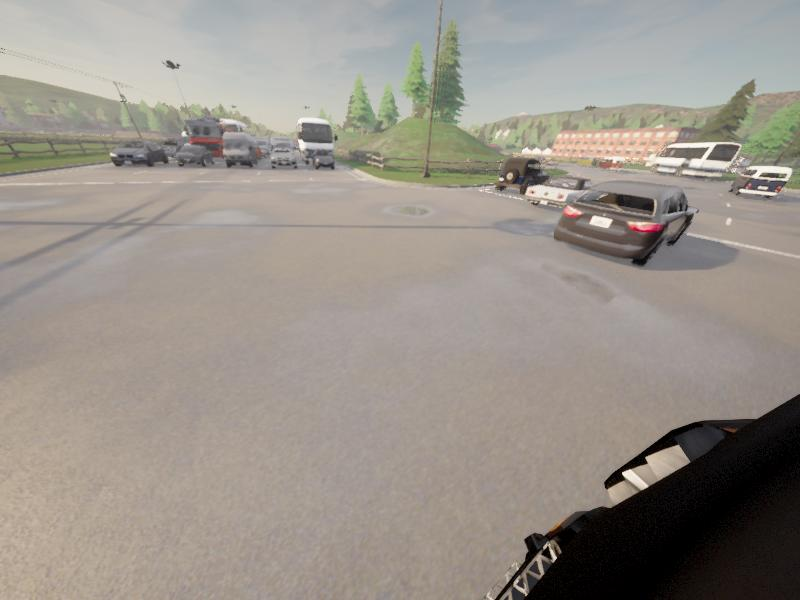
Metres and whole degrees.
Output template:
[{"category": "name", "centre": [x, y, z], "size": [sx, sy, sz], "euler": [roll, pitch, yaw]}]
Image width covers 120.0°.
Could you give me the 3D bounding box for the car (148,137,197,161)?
[{"category": "car", "centre": [-23.420, -15.718, 24.037], "size": [1.932, 1.855, 4.605], "euler": [-10, 36, -19]}]

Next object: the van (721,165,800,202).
[{"category": "van", "centre": [27.651, -9.139, 17.843], "size": [2.069, 2.038, 4.480], "euler": [30, 42, 33]}]

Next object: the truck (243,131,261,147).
[{"category": "truck", "centre": [-47.478, -51.657, 74.320], "size": [2.891, 3.827, 8.468], "euler": [-10, 36, -19]}]

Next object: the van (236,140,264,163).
[{"category": "van", "centre": [-16.941, -17.009, 26.356], "size": [1.775, 1.987, 4.442], "euler": [-10, 36, -19]}]

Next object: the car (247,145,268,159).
[{"category": "car", "centre": [-19.305, -20.219, 31.478], "size": [1.812, 1.442, 4.674], "euler": [-10, 36, -19]}]

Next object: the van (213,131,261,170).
[{"category": "van", "centre": [-14.411, -13.563, 20.886], "size": [1.988, 2.561, 5.915], "euler": [-10, 36, -19]}]

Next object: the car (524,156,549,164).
[{"category": "car", "centre": [32.587, -33.584, 55.336], "size": [2.163, 1.488, 4.792], "euler": [-8, 35, -15]}]

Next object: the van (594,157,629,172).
[{"category": "van", "centre": [36.987, -23.859, 40.588], "size": [2.069, 2.038, 4.480], "euler": [8, 34, 4]}]

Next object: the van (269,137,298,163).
[{"category": "van", "centre": [-13.999, -18.257, 28.047], "size": [2.351, 2.431, 6.366], "euler": [-10, 36, -19]}]

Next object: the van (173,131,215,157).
[{"category": "van", "centre": [-26.202, -20.060, 29.741], "size": [1.988, 2.561, 5.915], "euler": [-10, 36, -19]}]

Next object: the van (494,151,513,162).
[{"category": "van", "centre": [26.828, -37.282, 59.985], "size": [1.775, 1.987, 4.442], "euler": [-10, 36, -19]}]

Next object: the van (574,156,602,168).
[{"category": "van", "centre": [40.820, -30.100, 50.268], "size": [1.775, 1.987, 4.442], "euler": [-2, 34, -7]}]

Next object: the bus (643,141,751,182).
[{"category": "bus", "centre": [42.789, -20.733, 34.339], "size": [3.944, 4.253, 10.273], "euler": [12, 35, 10]}]

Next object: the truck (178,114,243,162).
[{"category": "truck", "centre": [-20.915, -18.270, 26.293], "size": [2.891, 3.827, 8.468], "euler": [-10, 36, -19]}]

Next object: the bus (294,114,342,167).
[{"category": "bus", "centre": [-10.048, -18.840, 27.571], "size": [3.944, 4.253, 10.273], "euler": [-10, 36, -19]}]

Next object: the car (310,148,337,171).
[{"category": "car", "centre": [-7.476, -13.722, 22.480], "size": [1.851, 1.617, 3.988], "euler": [-10, 36, -19]}]

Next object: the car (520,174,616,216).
[{"category": "car", "centre": [8.214, -5.255, 11.246], "size": [4.718, 1.301, 1.895], "euler": [-20, 40, -31]}]

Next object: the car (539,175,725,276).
[{"category": "car", "centre": [6.551, -2.434, 6.559], "size": [4.611, 1.667, 2.242], "euler": [-19, 40, -29]}]

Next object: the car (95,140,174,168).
[{"category": "car", "centre": [-20.727, -11.702, 18.408], "size": [2.242, 1.667, 4.611], "euler": [-10, 36, -19]}]

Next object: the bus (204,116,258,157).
[{"category": "bus", "centre": [-25.038, -24.662, 35.178], "size": [3.944, 4.253, 10.273], "euler": [-10, 36, -19]}]

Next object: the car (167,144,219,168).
[{"category": "car", "centre": [-17.678, -12.519, 20.020], "size": [1.837, 1.490, 4.892], "euler": [-10, 36, -19]}]

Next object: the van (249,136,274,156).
[{"category": "van", "centre": [-22.143, -24.784, 37.219], "size": [2.351, 2.431, 6.366], "euler": [-10, 36, -19]}]

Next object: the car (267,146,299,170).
[{"category": "car", "centre": [-11.025, -13.567, 21.970], "size": [2.152, 1.651, 5.027], "euler": [-10, 36, -19]}]

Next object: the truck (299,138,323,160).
[{"category": "truck", "centre": [-13.707, -23.193, 35.398], "size": [2.627, 2.467, 5.204], "euler": [-11, 37, -19]}]

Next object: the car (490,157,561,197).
[{"category": "car", "centre": [7.820, -7.776, 14.457], "size": [3.866, 1.878, 1.905], "euler": [-21, 41, -31]}]
